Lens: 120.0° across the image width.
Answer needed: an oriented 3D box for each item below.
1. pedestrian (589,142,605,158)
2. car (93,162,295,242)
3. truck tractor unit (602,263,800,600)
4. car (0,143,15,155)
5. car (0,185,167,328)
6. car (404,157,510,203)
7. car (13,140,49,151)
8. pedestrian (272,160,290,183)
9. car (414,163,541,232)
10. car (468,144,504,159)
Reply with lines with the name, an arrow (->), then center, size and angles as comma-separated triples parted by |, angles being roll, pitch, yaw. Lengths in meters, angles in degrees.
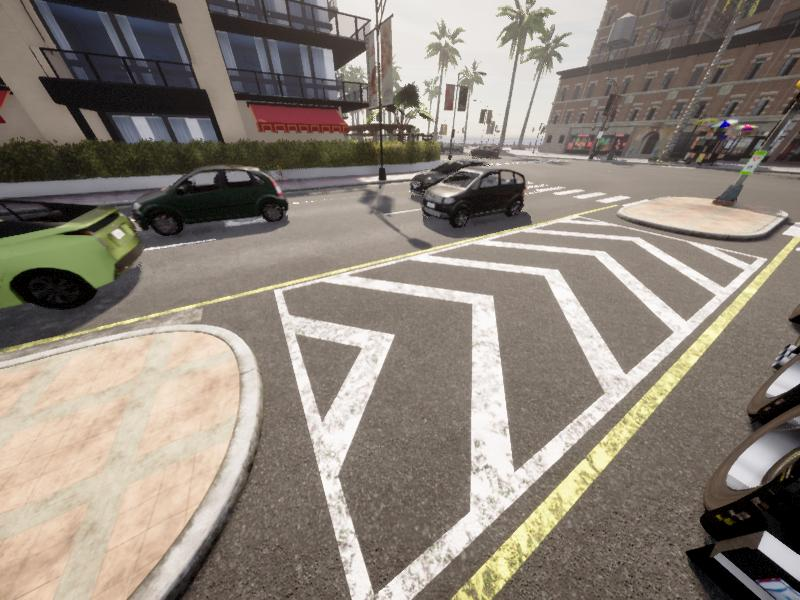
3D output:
pedestrian -> 27.457, -20.834, 32.167 | 0.751, 1.860, 0.751 | -14, 37, -19
car -> -5.760, -3.260, 7.230 | 3.988, 1.617, 1.851 | -18, 39, -24
truck tractor unit -> 5.108, -0.304, 0.785 | 6.516, 4.208, 3.053 | -18, 39, -24
car -> -63.539, -23.327, 35.711 | 2.163, 1.488, 4.792 | -18, 39, -25
car -> -6.945, -0.527, 3.369 | 4.514, 1.525, 2.007 | -18, 39, -24
car -> 2.799, -6.008, 11.335 | 4.892, 1.490, 1.837 | -18, 39, -24
car -> -76.455, -32.181, 47.999 | 1.932, 1.855, 4.605 | -18, 39, -25
pedestrian -> -6.811, -7.345, 13.221 | 0.500, 1.100, 0.500 | -1, 35, -2
car -> 2.567, -3.645, 7.893 | 3.705, 1.549, 1.789 | -18, 39, -25
car -> 12.925, -22.682, 35.192 | 2.242, 1.667, 4.611 | -18, 39, -24
